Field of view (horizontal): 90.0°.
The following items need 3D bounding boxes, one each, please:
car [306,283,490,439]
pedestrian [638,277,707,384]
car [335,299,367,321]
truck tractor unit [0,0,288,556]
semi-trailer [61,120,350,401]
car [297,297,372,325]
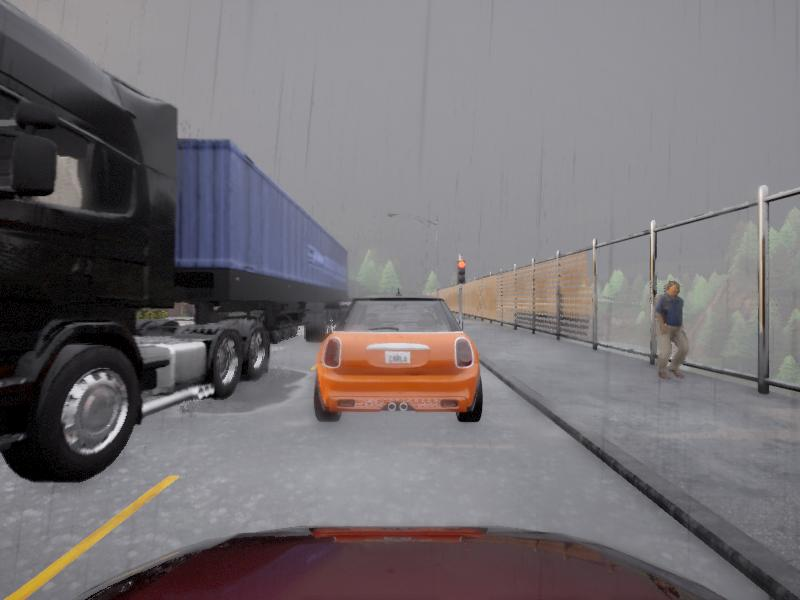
[{"bbox_3d":[-0.001,0.694,6.836,2.097,1.767,4.553,0,0,1],"label":"car"},{"bbox_3d":[4.958,0.533,7.321,0.751,1.860,0.751,0,0,-2],"label":"pedestrian"},{"bbox_3d":[-3.843,0.771,32.429,1.930,1.638,5.238,0,0,0],"label":"car"},{"bbox_3d":[-3.977,-0.526,5.499,3.053,4.208,6.516,0,0,0],"label":"truck tractor unit"},{"bbox_3d":[-3.942,-0.620,13.416,2.717,4.402,14.254,0,0,0],"label":"semi-trailer"},{"bbox_3d":[-4.338,0.693,26.563,4.553,1.767,2.097,0,0,-23],"label":"car"}]
